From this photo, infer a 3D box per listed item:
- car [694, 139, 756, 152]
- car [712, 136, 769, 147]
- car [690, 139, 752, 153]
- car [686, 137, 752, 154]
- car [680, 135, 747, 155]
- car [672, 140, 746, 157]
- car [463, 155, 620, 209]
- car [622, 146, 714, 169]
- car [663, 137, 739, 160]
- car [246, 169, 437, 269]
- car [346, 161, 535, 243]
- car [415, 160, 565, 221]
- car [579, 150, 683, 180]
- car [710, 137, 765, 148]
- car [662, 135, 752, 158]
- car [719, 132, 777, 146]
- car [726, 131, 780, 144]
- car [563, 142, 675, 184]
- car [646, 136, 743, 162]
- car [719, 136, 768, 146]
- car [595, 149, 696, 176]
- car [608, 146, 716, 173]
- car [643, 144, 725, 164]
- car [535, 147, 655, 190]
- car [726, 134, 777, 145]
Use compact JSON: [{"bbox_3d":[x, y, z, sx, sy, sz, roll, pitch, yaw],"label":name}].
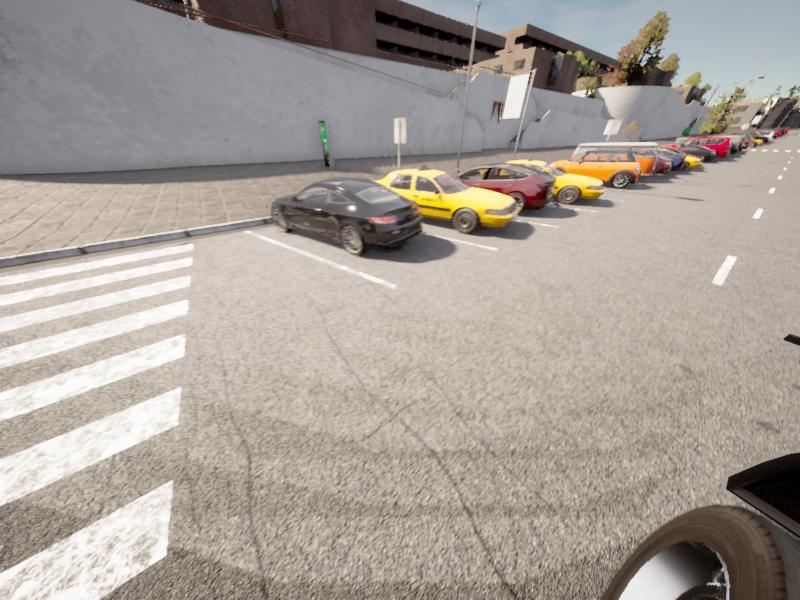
[{"bbox_3d":[47.294,-22.639,33.800,4.792,1.488,2.163,21,40,29],"label":"car"},{"bbox_3d":[61.865,-28.913,42.156,5.366,1.575,1.946,21,41,29],"label":"car"},{"bbox_3d":[44.809,-21.604,32.433,4.674,1.452,2.002,21,41,29],"label":"car"},{"bbox_3d":[42.386,-20.707,30.954,4.553,1.767,2.185,21,41,29],"label":"car"},{"bbox_3d":[39.819,-19.811,29.595,4.442,1.987,1.878,21,41,29],"label":"car"},{"bbox_3d":[37.482,-18.563,28.296,4.892,1.521,2.231,21,41,29],"label":"car"},{"bbox_3d":[5.852,-5.392,10.233,5.366,1.575,1.946,21,40,29],"label":"car"},{"bbox_3d":[22.839,-12.410,20.056,4.792,1.488,2.163,21,40,29],"label":"car"},{"bbox_3d":[32.685,-16.670,25.374,4.442,1.987,1.878,21,40,29],"label":"car"},{"bbox_3d":[-1.629,-2.446,6.153,4.674,1.452,2.002,21,40,29],"label":"car"},{"bbox_3d":[0.965,-3.417,7.439,5.366,1.575,1.946,21,40,29],"label":"car"},{"bbox_3d":[3.230,-4.443,8.954,4.792,1.488,2.163,21,40,29],"label":"car"},{"bbox_3d":[15.479,-9.387,15.916,4.674,1.452,2.002,21,41,29],"label":"car"},{"bbox_3d":[57.127,-26.760,39.319,4.792,1.488,2.163,21,40,29],"label":"car"},{"bbox_3d":[35.056,-17.743,26.774,5.566,2.045,2.435,21,40,29],"label":"car"},{"bbox_3d":[66.962,-31.127,44.673,5.566,2.045,2.435,21,41,29],"label":"car"},{"bbox_3d":[74.287,-34.282,48.800,5.566,2.045,2.435,21,41,29],"label":"car"},{"bbox_3d":[13.133,-8.575,14.330,4.442,1.987,1.878,21,40,29],"label":"car"},{"bbox_3d":[30.115,-15.708,24.051,5.566,2.045,2.435,21,41,29],"label":"car"},{"bbox_3d":[64.478,-29.861,43.476,4.674,1.452,2.002,21,41,29],"label":"car"},{"bbox_3d":[17.896,-10.406,17.314,4.792,1.488,2.163,21,41,29],"label":"car"},{"bbox_3d":[20.523,-11.379,18.584,5.366,1.575,1.946,21,40,29],"label":"car"},{"bbox_3d":[27.705,-14.441,22.829,4.674,1.452,2.002,21,41,29],"label":"car"},{"bbox_3d":[10.609,-7.521,13.026,4.553,1.767,2.185,21,40,29],"label":"car"},{"bbox_3d":[72.010,-32.965,47.478,5.366,1.575,1.946,21,41,29],"label":"car"}]
